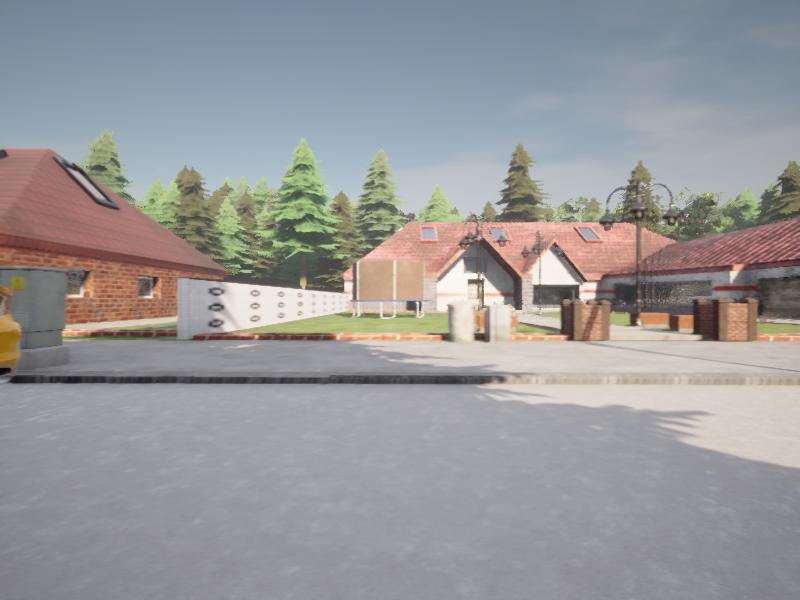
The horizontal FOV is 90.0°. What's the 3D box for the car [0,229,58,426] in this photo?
[{"bbox_3d":[-5.630,0.213,2.728,5.008,1.535,1.882,0,0,0],"label":"car"}]
